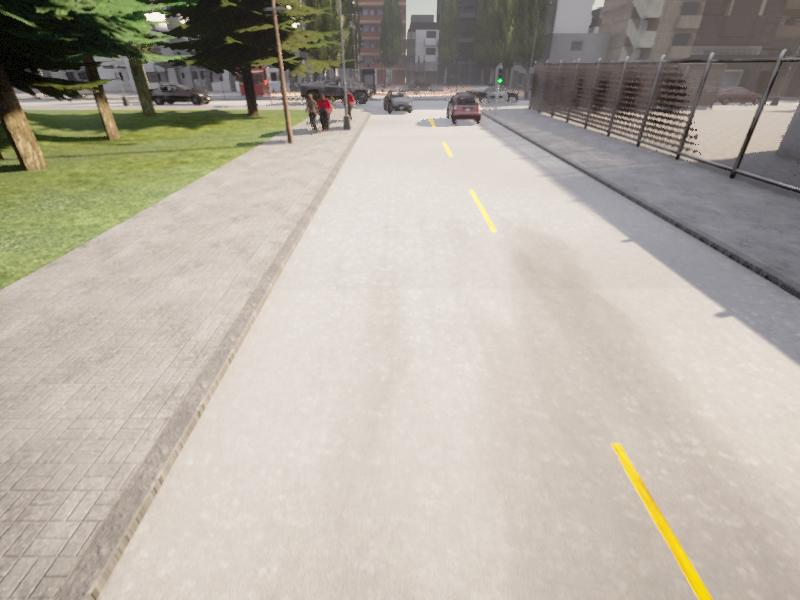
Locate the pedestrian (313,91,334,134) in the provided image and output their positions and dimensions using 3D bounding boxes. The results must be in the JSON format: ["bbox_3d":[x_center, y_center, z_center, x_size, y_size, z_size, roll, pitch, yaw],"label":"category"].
[{"bbox_3d":[-3.758,-9.253,19.756,0.751,1.860,0.751,1,30,2],"label":"pedestrian"}]

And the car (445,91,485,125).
[{"bbox_3d":[4.001,-12.190,25.289,1.851,1.617,3.988,0,30,0],"label":"car"}]

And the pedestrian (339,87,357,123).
[{"bbox_3d":[-3.049,-11.470,23.552,0.751,1.860,0.751,7,31,12],"label":"pedestrian"}]

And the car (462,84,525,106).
[{"bbox_3d":[8.400,-18.443,35.958,5.238,1.638,1.930,-13,31,-21],"label":"car"}]

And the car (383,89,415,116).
[{"bbox_3d":[-0.158,-14.951,30.145,1.816,1.474,4.193,-4,31,-7],"label":"car"}]

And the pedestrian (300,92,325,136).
[{"bbox_3d":[-4.207,-8.999,19.320,0.751,1.860,0.751,5,31,8],"label":"pedestrian"}]

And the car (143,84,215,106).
[{"bbox_3d":[-19.792,-18.464,36.014,5.027,1.651,2.152,0,30,0],"label":"car"}]

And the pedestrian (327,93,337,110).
[{"bbox_3d":[-5.245,-15.349,30.945,0.500,1.100,0.500,5,31,8],"label":"pedestrian"}]

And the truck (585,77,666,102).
[{"bbox_3d":[22.033,-20.716,39.395,6.274,2.098,2.390,0,30,0],"label":"truck"}]

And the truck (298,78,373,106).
[{"bbox_3d":[-5.659,-18.674,35.902,6.274,2.098,2.390,0,30,0],"label":"truck"}]

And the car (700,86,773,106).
[{"bbox_3d":[30.252,-18.405,36.088,4.674,1.442,1.812,0,30,0],"label":"car"}]

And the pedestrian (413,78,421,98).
[{"bbox_3d":[1.794,-22.613,42.625,0.751,1.860,0.751,5,31,9],"label":"pedestrian"}]
